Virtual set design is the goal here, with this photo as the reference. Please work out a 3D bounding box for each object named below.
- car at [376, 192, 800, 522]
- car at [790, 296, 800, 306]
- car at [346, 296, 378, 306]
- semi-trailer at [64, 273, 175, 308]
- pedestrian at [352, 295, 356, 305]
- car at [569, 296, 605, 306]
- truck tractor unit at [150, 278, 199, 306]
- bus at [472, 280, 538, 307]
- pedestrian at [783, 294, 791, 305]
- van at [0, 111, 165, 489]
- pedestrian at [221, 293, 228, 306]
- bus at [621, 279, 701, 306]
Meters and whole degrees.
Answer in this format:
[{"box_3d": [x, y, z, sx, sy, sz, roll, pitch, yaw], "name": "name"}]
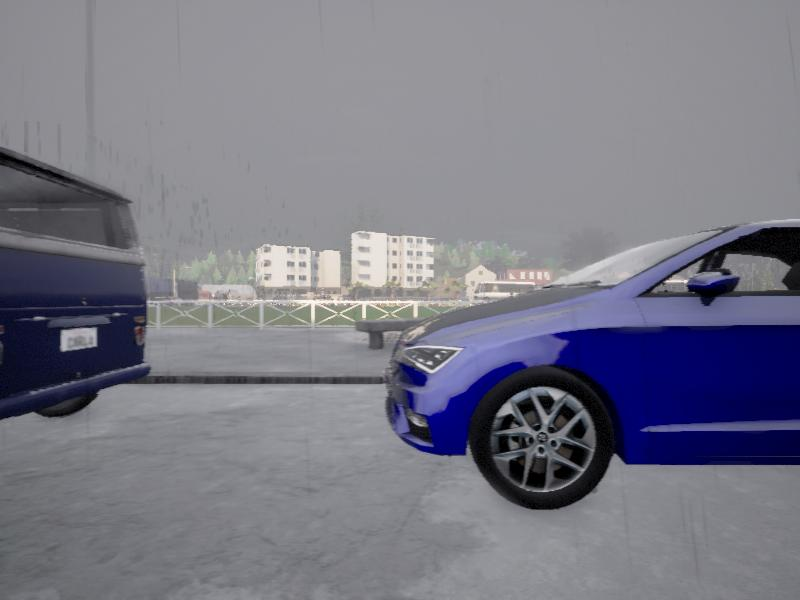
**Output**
[{"box_3d": [1.991, 0.254, 2.699, 4.193, 1.474, 1.816, 0, 0, 0], "name": "car"}, {"box_3d": [69.990, 0.210, 68.387, 4.611, 1.667, 2.242, 0, 0, 0], "name": "car"}, {"box_3d": [-6.484, 0.173, 68.418, 5.238, 1.638, 1.930, 0, 0, 0], "name": "car"}, {"box_3d": [-39.605, -1.227, 57.707, 2.717, 4.402, 14.254, -1, 0, 18], "name": "semi-trailer"}, {"box_3d": [-8.482, -0.065, 73.350, 0.751, 1.860, 0.751, 0, 0, -3], "name": "pedestrian"}, {"box_3d": [31.932, 0.197, 68.402, 5.366, 1.575, 1.801, 0, 0, 0], "name": "car"}, {"box_3d": [-36.006, -1.126, 64.196, 6.516, 4.208, 3.053, 0, -3, -22], "name": "truck tractor unit"}, {"box_3d": [17.776, -1.127, 68.287, 10.273, 4.253, 3.944, 1, 0, 0], "name": "bus"}, {"box_3d": [71.408, -0.081, 73.724, 0.751, 1.860, 0.751, 0, 0, 3], "name": "pedestrian"}, {"box_3d": [-4.324, 0.000, 2.699, 4.442, 1.987, 1.775, 0, 0, 0], "name": "van"}, {"box_3d": [-25.949, -0.060, 59.156, 0.751, 1.860, 0.751, 0, 0, 0], "name": "pedestrian"}, {"box_3d": [41.859, -1.147, 64.519, 10.273, 4.253, 3.944, 0, 0, 0], "name": "bus"}]
